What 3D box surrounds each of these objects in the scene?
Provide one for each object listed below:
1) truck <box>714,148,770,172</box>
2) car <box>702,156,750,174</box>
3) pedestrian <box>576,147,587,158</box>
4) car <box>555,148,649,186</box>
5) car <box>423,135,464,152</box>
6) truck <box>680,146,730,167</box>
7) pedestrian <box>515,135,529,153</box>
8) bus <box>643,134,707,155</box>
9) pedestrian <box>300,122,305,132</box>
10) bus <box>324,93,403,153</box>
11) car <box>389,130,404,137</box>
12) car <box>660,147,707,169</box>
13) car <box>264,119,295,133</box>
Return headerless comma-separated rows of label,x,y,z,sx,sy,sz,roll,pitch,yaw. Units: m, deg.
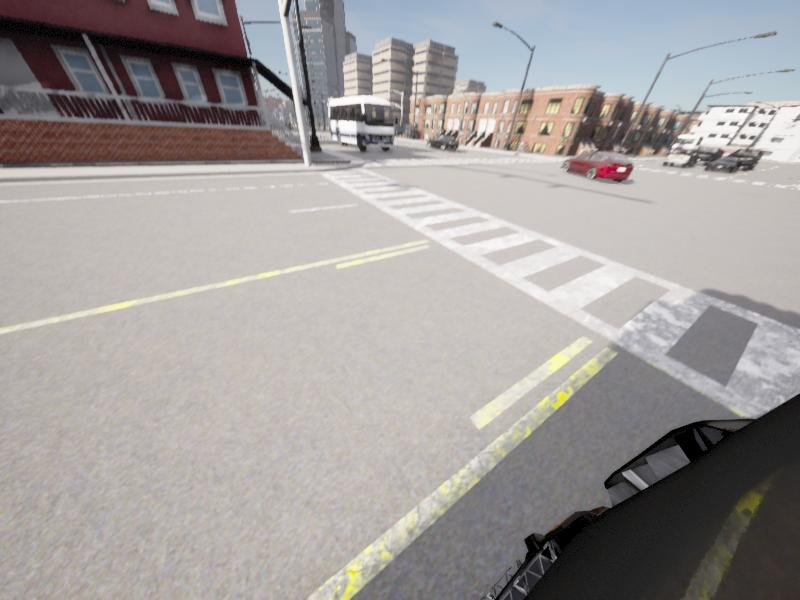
truck,40.985,-16.801,27.669,6.274,2.098,2.390,-19,42,-27
car,34.392,-14.311,24.394,4.181,1.385,1.994,-18,42,-27
pedestrian,22.491,-18.313,28.687,0.500,1.100,0.500,0,37,-4
car,12.926,-8.938,15.299,2.163,1.488,4.792,3,37,-1
car,5.345,-19.758,29.119,2.128,1.511,4.902,-18,42,-26
truck,40.839,-19.221,30.899,6.274,2.098,2.390,-19,42,-27
pedestrian,15.832,-20.223,30.039,0.751,1.860,0.751,-24,45,-32
bus,76.884,-43.830,65.078,3.944,4.253,10.273,-14,40,-22
pedestrian,-24.715,-44.054,58.784,0.751,1.860,0.751,-17,41,-25
bus,-4.223,-18.825,24.772,3.944,4.253,10.273,-18,42,-27
car,-0.926,-46.827,64.933,3.806,1.475,1.970,-19,42,-27
car,32.721,-16.423,26.655,4.605,1.855,1.932,-18,42,-27
car,-26.295,-38.063,50.657,5.566,2.045,2.150,-11,39,-20
